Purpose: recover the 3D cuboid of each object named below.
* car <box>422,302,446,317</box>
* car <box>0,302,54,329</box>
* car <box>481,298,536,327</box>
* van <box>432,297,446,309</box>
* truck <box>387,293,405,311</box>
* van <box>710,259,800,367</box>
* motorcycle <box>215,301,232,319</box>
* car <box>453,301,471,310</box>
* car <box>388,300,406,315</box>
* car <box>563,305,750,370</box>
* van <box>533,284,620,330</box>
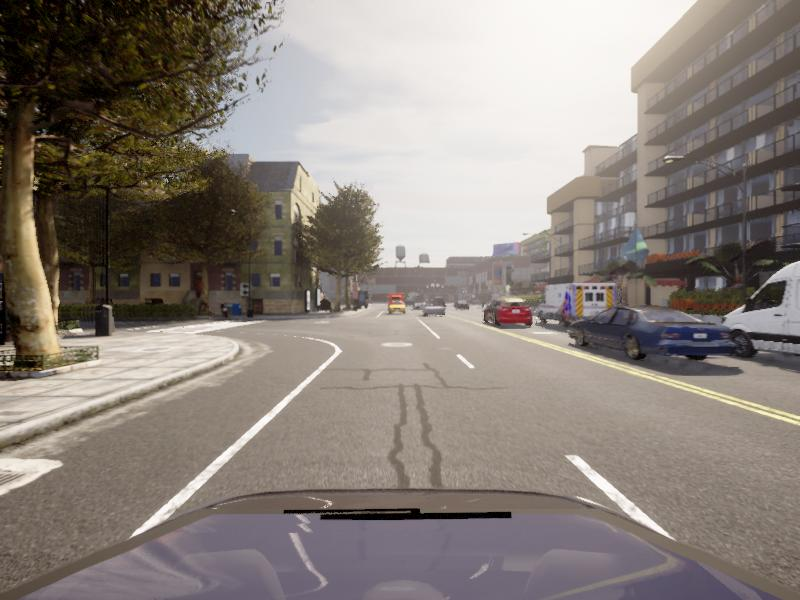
[{"bbox_3d":[3.178,0.899,37.977,1.895,1.301,4.718,0,0,0],"label":"car"},{"bbox_3d":[-22.189,0.827,22.437,3.806,1.475,1.970,0,0,0],"label":"car"},{"bbox_3d":[6.762,0.727,25.506,2.242,1.667,4.611,0,0,0],"label":"car"},{"bbox_3d":[6.389,0.522,66.366,1.775,1.987,4.442,0,0,-1],"label":"van"},{"bbox_3d":[-0.567,0.287,60.330,2.627,2.467,5.204,0,0,-1],"label":"truck"},{"bbox_3d":[10.443,0.310,9.209,1.988,2.561,5.915,0,0,-1],"label":"van"},{"bbox_3d":[-14.226,0.783,32.246,0.764,1.277,2.356,-12,6,-30],"label":"motorcycle"},{"bbox_3d":[9.910,0.820,64.551,2.033,1.411,5.357,0,0,-1],"label":"car"},{"bbox_3d":[-0.307,0.749,43.907,1.801,1.575,5.366,0,0,0],"label":"car"},{"bbox_3d":[6.913,0.880,11.754,2.033,1.411,5.357,0,0,-1],"label":"car"},{"bbox_3d":[10.261,0.349,24.009,2.351,2.431,6.366,0,0,0],"label":"van"}]
